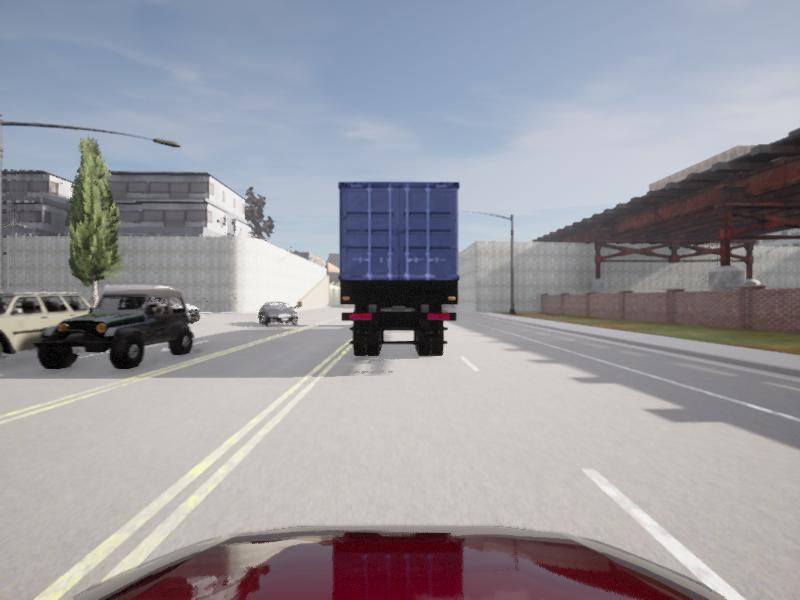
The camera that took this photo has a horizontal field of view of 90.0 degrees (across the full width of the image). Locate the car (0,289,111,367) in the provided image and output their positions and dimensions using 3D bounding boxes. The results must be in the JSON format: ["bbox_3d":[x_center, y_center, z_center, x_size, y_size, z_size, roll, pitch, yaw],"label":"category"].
[{"bbox_3d":[-10.478,0.642,10.797,1.932,1.855,4.605,0,2,1],"label":"car"}]

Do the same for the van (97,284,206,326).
[{"bbox_3d":[-16.088,0.313,26.062,5.915,2.561,1.988,0,0,2],"label":"van"}]

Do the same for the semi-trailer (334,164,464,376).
[{"bbox_3d":[-0.053,-0.624,15.454,2.717,4.402,14.254,0,0,0],"label":"semi-trailer"}]

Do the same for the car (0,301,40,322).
[{"bbox_3d":[-29.803,0.836,29.457,4.892,1.490,1.837,0,0,-1],"label":"car"}]

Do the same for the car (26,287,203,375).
[{"bbox_3d":[-7.066,0.640,10.491,1.905,1.878,3.866,0,1,-1],"label":"car"}]

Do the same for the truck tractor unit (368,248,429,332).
[{"bbox_3d":[-0.094,-0.529,23.371,3.053,4.208,6.516,0,0,0],"label":"truck tractor unit"}]

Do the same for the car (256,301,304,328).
[{"bbox_3d":[-7.668,0.828,25.201,2.128,1.511,4.902,0,0,-26],"label":"car"}]

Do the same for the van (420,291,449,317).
[{"bbox_3d":[3.321,0.364,39.907,2.351,2.431,6.366,0,0,0],"label":"van"}]

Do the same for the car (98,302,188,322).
[{"bbox_3d":[-18.897,0.885,29.603,5.357,1.411,2.033,0,0,-1],"label":"car"}]
